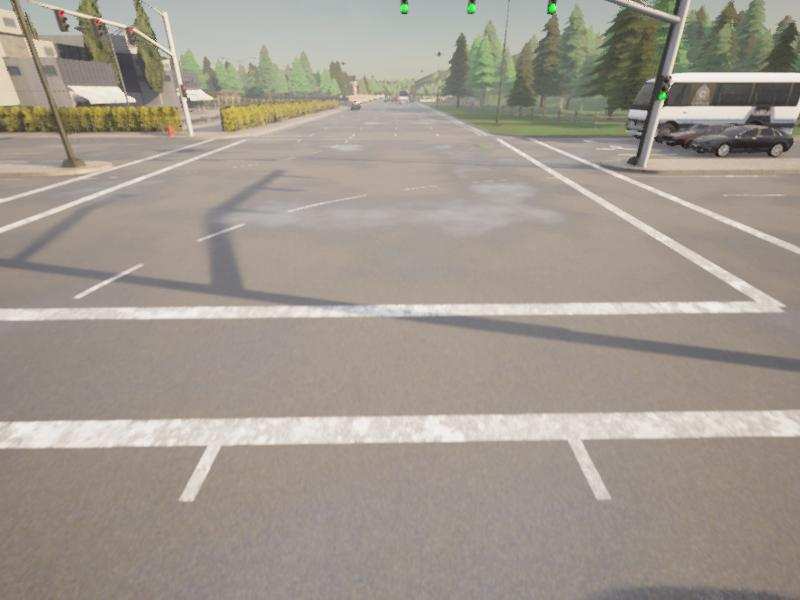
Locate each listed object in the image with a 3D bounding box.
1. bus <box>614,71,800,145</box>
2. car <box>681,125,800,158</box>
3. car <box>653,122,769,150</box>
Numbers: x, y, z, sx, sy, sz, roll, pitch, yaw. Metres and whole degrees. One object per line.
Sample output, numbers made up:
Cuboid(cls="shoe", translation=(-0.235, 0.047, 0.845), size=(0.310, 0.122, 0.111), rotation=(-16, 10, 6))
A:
Cuboid(cls="bus", translation=(21.225, -13.077, 27.334), size=(10.273, 4.253, 3.944), rotation=(0, 27, -1))
Cuboid(cls="car", translation=(18.590, -8.680, 21.807), size=(4.892, 1.490, 1.837), rotation=(-1, 27, -1))
Cuboid(cls="car", translation=(19.210, -10.243, 24.953), size=(5.357, 1.411, 2.033), rotation=(0, 27, -1))
